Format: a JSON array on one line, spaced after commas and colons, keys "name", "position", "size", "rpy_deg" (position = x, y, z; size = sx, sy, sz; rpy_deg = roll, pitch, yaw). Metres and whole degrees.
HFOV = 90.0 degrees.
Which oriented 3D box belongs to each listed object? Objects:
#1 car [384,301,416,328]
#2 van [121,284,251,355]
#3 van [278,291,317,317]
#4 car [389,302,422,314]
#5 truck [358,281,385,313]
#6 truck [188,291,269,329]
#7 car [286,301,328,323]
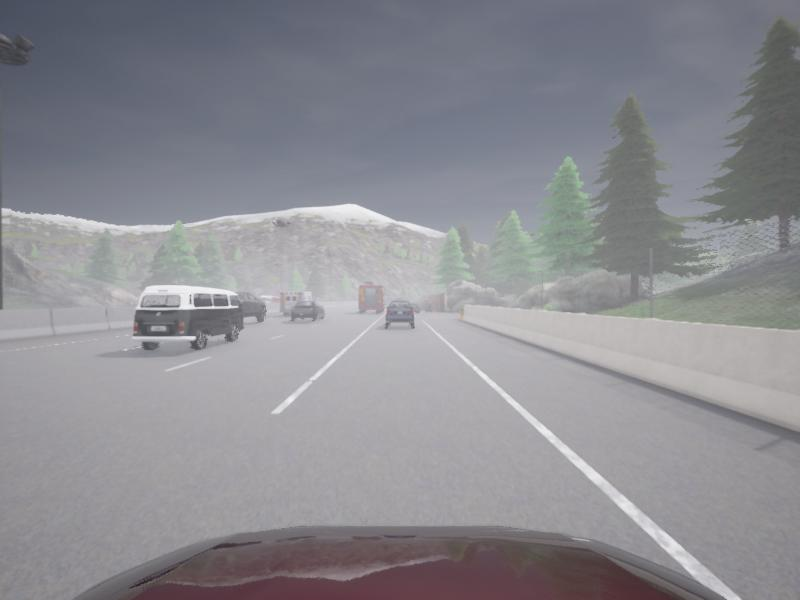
[{"name": "car", "position": [-0.003, 0.806, 24.063], "size": [1.789, 1.549, 3.705], "rpy_deg": [0, 0, 0]}, {"name": "van", "position": [-7.001, 0.568, 13.761], "size": [2.069, 2.038, 4.480], "rpy_deg": [0, 0, 0]}, {"name": "van", "position": [-10.497, 0.366, 41.532], "size": [2.351, 2.431, 6.366], "rpy_deg": [0, 0, 0]}, {"name": "car", "position": [0.616, 0.894, 47.300], "size": [1.994, 1.385, 4.181], "rpy_deg": [0, 0, -30]}, {"name": "truck", "position": [-3.495, -0.335, 51.505], "size": [2.891, 3.827, 8.468], "rpy_deg": [0, 0, 0]}, {"name": "truck", "position": [-10.499, 0.535, 25.249], "size": [2.390, 2.098, 6.274], "rpy_deg": [0, 0, 0]}, {"name": "car", "position": [-6.954, 0.828, 30.569], "size": [2.128, 1.511, 4.902], "rpy_deg": [0, 0, -1]}]
